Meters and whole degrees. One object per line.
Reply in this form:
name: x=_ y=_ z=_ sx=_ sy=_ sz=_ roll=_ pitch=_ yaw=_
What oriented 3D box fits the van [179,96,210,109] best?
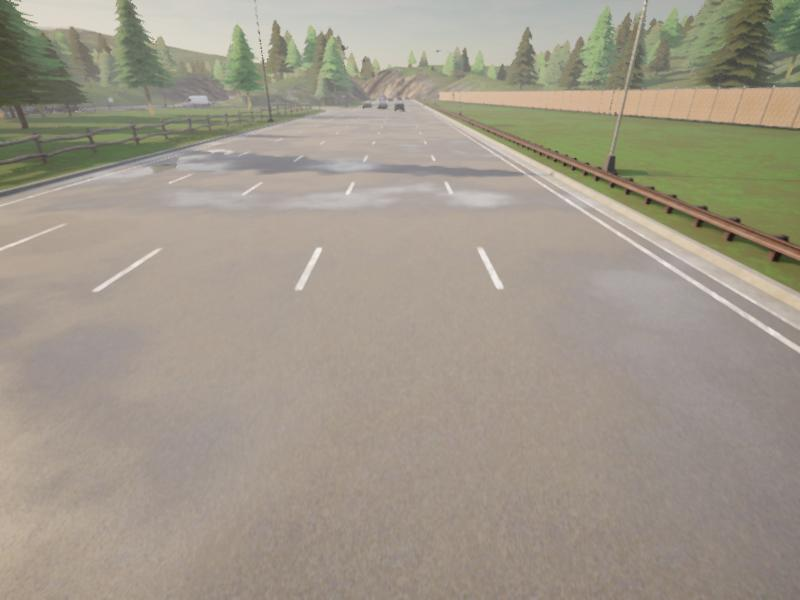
van: x=-47.169 y=-45.525 z=92.002 sx=5.915 sy=2.561 sz=1.988 roll=-10 pitch=29 yaw=-19

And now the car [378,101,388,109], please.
car: x=-3.587 y=-41.498 z=85.145 sx=1.994 sy=1.385 sz=4.181 roll=0 pitch=27 yaw=0

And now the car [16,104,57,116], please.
car: x=-61.000 y=-31.927 z=67.240 sx=2.152 sy=1.651 sz=5.027 roll=0 pitch=27 yaw=0

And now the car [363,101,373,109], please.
car: x=-7.090 y=-43.035 z=88.080 sx=1.812 sy=1.442 sz=4.674 roll=0 pitch=27 yaw=0
